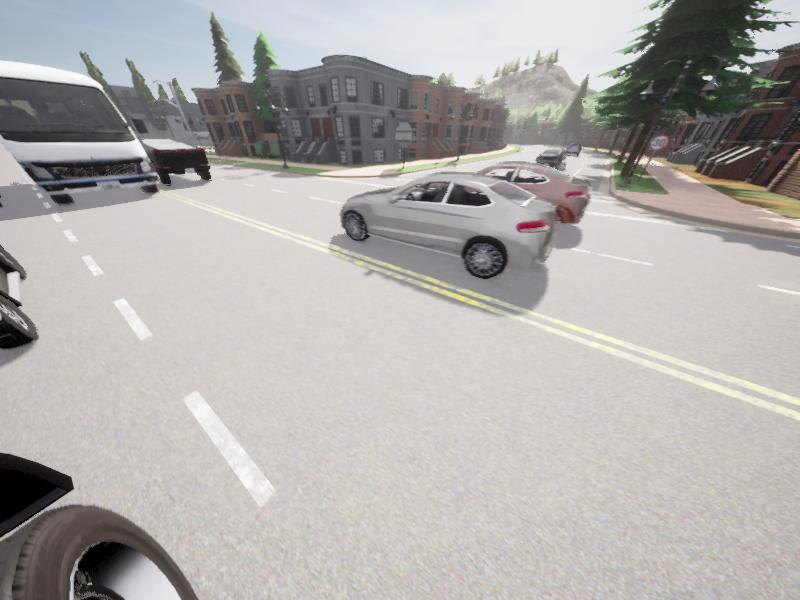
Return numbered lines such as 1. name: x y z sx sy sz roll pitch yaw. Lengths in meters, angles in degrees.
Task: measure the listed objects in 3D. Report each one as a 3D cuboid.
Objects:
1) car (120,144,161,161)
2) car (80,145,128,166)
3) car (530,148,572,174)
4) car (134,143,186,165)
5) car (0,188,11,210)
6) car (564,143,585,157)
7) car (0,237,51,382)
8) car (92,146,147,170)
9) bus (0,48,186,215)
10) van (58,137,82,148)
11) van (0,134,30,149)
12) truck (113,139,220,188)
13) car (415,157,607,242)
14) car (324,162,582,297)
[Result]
1. car: -29.551 -16.865 26.297 4.193 1.474 1.816 22 41 28
2. car: -28.473 -13.964 22.192 4.193 1.474 1.816 22 41 28
3. car: 12.445 -11.470 18.917 1.837 1.490 4.892 24 41 29
4. car: -23.986 -14.664 23.086 4.856 1.649 2.033 22 40 28
5. car: -16.384 -4.144 8.320 3.633 1.501 1.845 22 41 28
6. car: 26.935 -23.378 35.814 2.033 1.649 4.856 20 39 25
7. car: -6.633 -0.318 2.677 4.605 1.855 1.932 22 40 28
8. car: -23.432 -11.913 19.326 4.193 1.474 1.816 22 41 28
9. bus: -15.125 -7.295 10.436 10.273 4.253 3.944 22 41 28
10. van: -71.389 -34.103 49.945 4.442 1.987 1.775 22 41 28
11. van: -78.304 -32.179 46.767 6.366 2.431 2.351 22 41 28
12. truck: -13.866 -8.276 13.706 6.274 2.098 2.390 22 41 28
13. car: 3.243 -3.578 7.602 5.027 1.651 2.152 22 41 28
14. car: 0.893 -2.073 5.449 5.027 1.651 2.152 22 41 28
